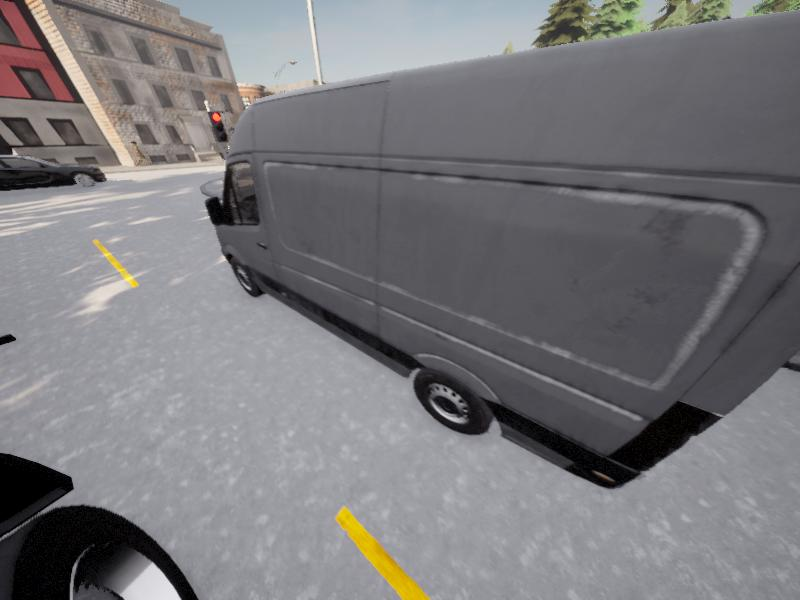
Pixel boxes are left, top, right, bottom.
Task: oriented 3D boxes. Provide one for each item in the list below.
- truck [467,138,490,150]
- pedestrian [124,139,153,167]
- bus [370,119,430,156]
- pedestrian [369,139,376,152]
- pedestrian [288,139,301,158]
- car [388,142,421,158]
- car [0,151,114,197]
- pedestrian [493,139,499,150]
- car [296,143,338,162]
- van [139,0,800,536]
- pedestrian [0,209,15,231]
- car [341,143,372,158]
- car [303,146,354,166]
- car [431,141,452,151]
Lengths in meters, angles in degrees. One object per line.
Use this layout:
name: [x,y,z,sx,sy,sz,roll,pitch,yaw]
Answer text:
truck: [17.613,-34.857,51.653,2.390,2.098,6.274,23,41,28]
pedestrian: [-21.577,-12.152,19.122,0.751,1.860,0.751,24,41,29]
bus: [0.345,-25.685,36.638,3.944,4.253,10.273,23,41,28]
pedestrian: [-4.981,-28.129,41.995,0.751,1.860,0.751,20,40,26]
pedestrian: [-13.003,-18.643,28.394,0.751,1.860,0.751,10,36,14]
car: [0.708,-21.082,32.354,2.242,1.667,4.611,23,41,28]
car: [-17.854,-6.010,10.947,1.882,1.535,5.008,22,41,28]
pedestrian: [19.466,-31.558,46.973,0.751,1.860,0.751,9,36,12]
car: [-9.392,-16.890,26.382,1.851,1.617,3.988,22,41,28]
van: [-0.395,-0.878,2.947,5.915,2.561,1.988,23,41,29]
pedestrian: [-11.678,-2.772,6.085,0.751,1.860,0.751,23,41,28]
car: [-5.701,-19.829,30.646,1.845,1.501,3.633,22,41,28]
car: [-7.108,-14.671,23.396,1.812,1.442,4.674,22,41,28]
car: [8.564,-31.333,47.032,1.801,1.575,5.366,23,41,28]
